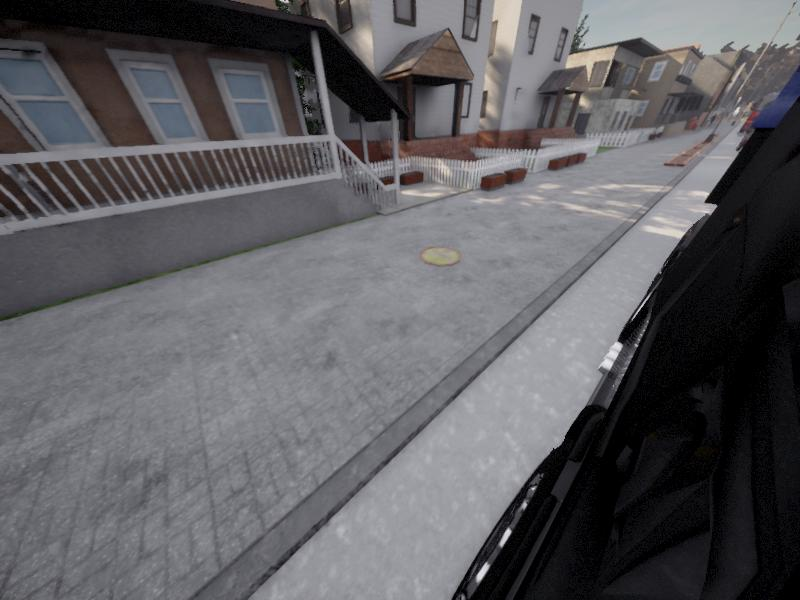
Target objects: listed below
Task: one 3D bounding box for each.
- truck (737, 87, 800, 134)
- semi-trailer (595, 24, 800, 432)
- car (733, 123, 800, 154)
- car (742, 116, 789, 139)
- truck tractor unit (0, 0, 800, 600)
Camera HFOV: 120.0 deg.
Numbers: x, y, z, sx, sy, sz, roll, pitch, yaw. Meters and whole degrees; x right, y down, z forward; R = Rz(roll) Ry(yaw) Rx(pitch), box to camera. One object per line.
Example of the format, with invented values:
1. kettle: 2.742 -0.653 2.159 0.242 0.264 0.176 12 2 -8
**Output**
1. truck: 43.454 -22.046 27.060 8.468 3.827 2.891 -28 44 -30
2. semi-trailer: 8.839 -3.510 4.077 14.254 4.402 2.717 -26 43 -28
3. car: 24.064 -10.628 15.132 4.181 1.385 1.994 -28 44 -30
4. car: 35.190 -16.673 22.312 3.705 1.549 1.789 -29 44 -30
5. truck tractor unit: 2.645 -0.295 0.352 6.516 4.208 3.053 -28 44 -30
